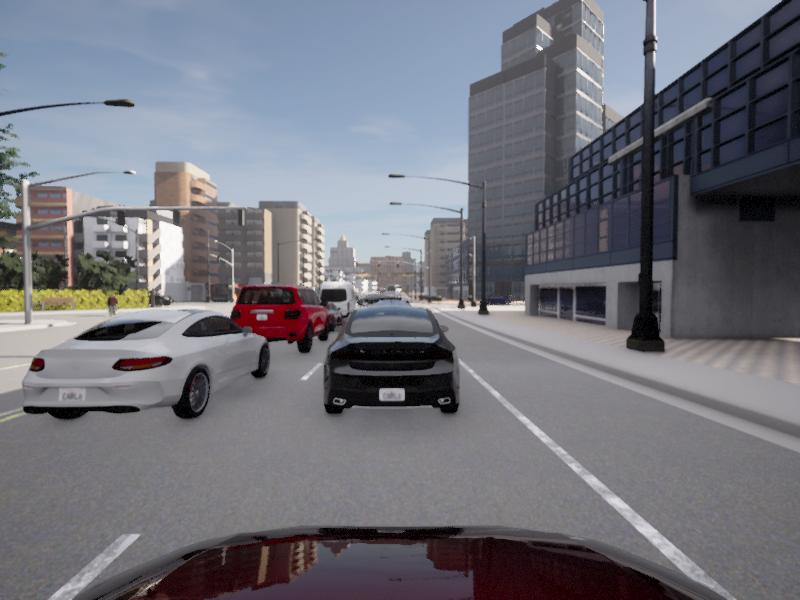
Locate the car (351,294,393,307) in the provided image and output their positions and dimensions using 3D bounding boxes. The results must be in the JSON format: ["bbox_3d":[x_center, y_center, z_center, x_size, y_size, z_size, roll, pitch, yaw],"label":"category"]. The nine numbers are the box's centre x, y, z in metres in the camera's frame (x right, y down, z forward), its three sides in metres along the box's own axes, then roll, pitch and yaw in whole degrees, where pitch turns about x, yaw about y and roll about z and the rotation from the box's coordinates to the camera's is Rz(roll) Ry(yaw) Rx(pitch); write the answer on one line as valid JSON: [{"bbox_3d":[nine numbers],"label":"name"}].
[{"bbox_3d":[-3.447,0.031,50.291,5.008,1.535,1.882,-1,2,-33],"label":"car"}]

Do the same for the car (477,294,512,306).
[{"bbox_3d":[12.675,-0.039,53.717,4.193,1.474,1.816,0,2,-1],"label":"car"}]

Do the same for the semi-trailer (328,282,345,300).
[{"bbox_3d":[-16.568,-2.314,105.114,2.717,4.402,14.254,0,1,-3],"label":"semi-trailer"}]

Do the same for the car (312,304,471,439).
[{"bbox_3d":[-0.149,0.848,7.057,1.837,1.490,4.892,0,0,-1],"label":"car"}]

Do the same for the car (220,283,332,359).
[{"bbox_3d":[-3.805,0.547,13.566,2.150,2.045,5.566,0,0,-1],"label":"car"}]

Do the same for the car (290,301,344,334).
[{"bbox_3d":[-4.026,0.781,20.241,1.812,1.442,4.674,0,1,-1],"label":"car"}]

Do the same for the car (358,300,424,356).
[{"bbox_3d":[-0.303,0.800,13.944,1.882,1.535,5.008,0,0,-1],"label":"car"}]

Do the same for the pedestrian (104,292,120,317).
[{"bbox_3d":[-21.838,0.358,30.338,0.751,1.860,0.751,-1,2,-22],"label":"pedestrian"}]

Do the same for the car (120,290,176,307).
[{"bbox_3d":[-31.156,-0.238,49.605,5.566,2.045,2.150,0,2,-1],"label":"car"}]

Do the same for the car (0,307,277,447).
[{"bbox_3d":[-3.644,0.873,6.693,1.812,1.442,4.674,0,0,-1],"label":"car"}]

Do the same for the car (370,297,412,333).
[{"bbox_3d":[-0.475,0.673,21.248,1.930,1.638,5.238,0,1,-1],"label":"car"}]

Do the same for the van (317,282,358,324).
[{"bbox_3d":[-4.109,0.093,27.400,1.988,2.561,5.915,0,1,-1],"label":"van"}]
